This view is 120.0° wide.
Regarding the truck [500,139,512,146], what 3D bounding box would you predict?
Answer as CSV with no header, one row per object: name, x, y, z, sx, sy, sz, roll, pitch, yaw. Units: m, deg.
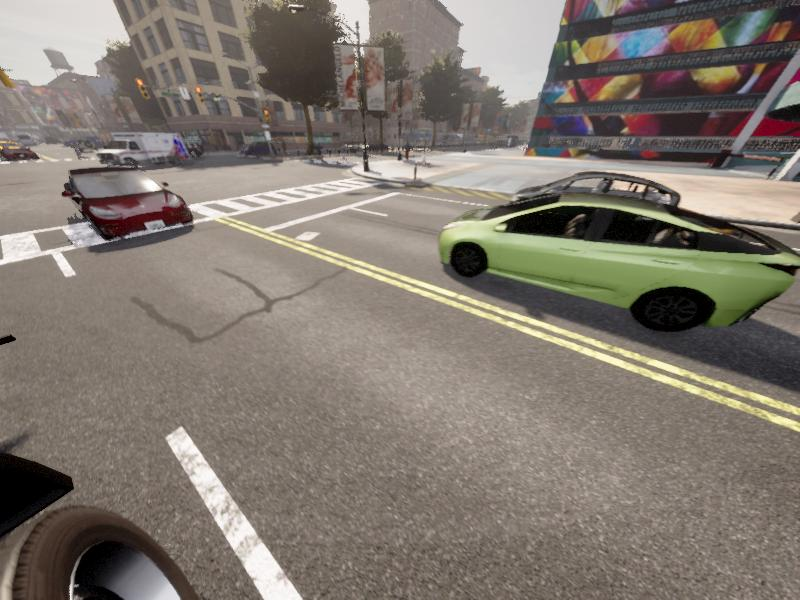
truck,40.663,-60.507,88.631,2.390,2.098,6.274,21,40,27

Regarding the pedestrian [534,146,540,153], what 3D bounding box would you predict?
pedestrian,24.101,-26.429,40.561,0.500,1.100,0.500,6,35,8

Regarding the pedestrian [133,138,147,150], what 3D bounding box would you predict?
pedestrian,-49.801,-29.942,44.236,0.751,1.860,0.751,8,36,11

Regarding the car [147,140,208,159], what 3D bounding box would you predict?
car,-26.145,-17.908,27.437,4.605,1.855,1.932,-15,38,-20

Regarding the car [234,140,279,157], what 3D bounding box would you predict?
car,-19.637,-20.942,31.903,2.097,1.767,4.553,24,41,29

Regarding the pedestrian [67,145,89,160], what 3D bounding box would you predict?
pedestrian,-35.197,-16.112,25.234,0.751,1.300,0.751,18,39,23

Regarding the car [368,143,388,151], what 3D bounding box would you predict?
car,-4.666,-33.298,50.089,1.895,1.301,4.718,21,40,27

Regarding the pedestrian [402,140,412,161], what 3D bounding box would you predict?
pedestrian,0.765,-15.890,24.604,0.751,1.860,0.751,30,45,35

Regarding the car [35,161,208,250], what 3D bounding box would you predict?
car,-8.399,-3.125,6.976,4.792,1.488,2.163,23,41,28

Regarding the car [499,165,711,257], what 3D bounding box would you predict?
car,5.073,-2.672,6.432,3.705,1.549,1.789,21,40,27

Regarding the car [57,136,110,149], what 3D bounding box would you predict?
car,-61.696,-30.793,45.178,5.566,2.045,2.150,-11,37,-15

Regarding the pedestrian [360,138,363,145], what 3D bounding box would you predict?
pedestrian,-13.402,-55.637,80.952,0.751,1.860,0.751,3,35,4

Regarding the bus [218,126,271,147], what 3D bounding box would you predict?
bus,-40.652,-43.160,61.106,3.944,4.253,10.273,21,40,27

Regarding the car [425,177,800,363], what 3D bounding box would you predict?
car,2.976,-1.051,4.125,4.514,1.525,2.007,21,40,27

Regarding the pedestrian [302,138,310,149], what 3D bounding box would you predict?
pedestrian,-18.932,-31.470,46.519,0.751,1.860,0.751,25,42,30

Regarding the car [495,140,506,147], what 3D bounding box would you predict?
car,31.365,-48.833,72.115,1.932,1.855,4.605,21,40,27

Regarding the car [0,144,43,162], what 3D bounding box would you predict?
car,-39.698,-15.328,24.047,4.181,1.385,1.994,21,40,27

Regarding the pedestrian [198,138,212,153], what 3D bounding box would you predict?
pedestrian,-29.482,-23.443,34.976,0.751,1.860,0.751,15,38,19

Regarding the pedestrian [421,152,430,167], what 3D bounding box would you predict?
pedestrian,2.207,-12.191,20.022,0.500,1.100,0.500,25,42,30

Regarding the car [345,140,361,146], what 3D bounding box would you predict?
car,-15.327,-51.205,75.214,5.008,1.535,1.882,21,40,26

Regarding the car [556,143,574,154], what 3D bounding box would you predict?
car,30.675,-28.151,42.875,2.161,1.482,4.786,21,40,27

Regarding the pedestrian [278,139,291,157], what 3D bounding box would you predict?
pedestrian,-14.581,-19.185,29.116,0.751,1.860,0.751,13,37,17

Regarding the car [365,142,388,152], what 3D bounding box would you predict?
car,-4.476,-29.905,45.138,1.812,1.442,4.674,21,40,27

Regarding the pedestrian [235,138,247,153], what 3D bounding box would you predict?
pedestrian,-23.793,-23.122,34.588,0.751,1.860,0.751,8,36,11

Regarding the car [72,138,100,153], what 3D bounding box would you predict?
car,-49.902,-24.659,36.749,4.605,1.855,1.932,28,44,33

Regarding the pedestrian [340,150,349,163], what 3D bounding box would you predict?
pedestrian,-5.803,-14.954,24.119,0.500,1.100,0.500,21,40,26

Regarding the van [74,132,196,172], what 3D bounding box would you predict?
van,-21.346,-12.533,19.374,2.351,2.431,6.366,3,35,4

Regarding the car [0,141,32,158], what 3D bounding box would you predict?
car,-48.001,-18.637,28.504,5.008,1.535,1.882,21,40,27

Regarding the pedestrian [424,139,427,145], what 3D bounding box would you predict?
pedestrian,8.525,-53.272,77.856,0.751,1.860,0.751,18,39,24

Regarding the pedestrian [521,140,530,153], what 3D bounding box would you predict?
pedestrian,21.891,-26.769,40.331,0.751,1.860,0.751,14,37,18

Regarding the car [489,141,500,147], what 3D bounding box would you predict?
car,31.844,-52.717,77.968,1.837,1.490,4.892,21,40,27

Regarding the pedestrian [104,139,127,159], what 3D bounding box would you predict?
pedestrian,-33.103,-17.578,26.857,0.751,1.860,0.751,15,38,20
